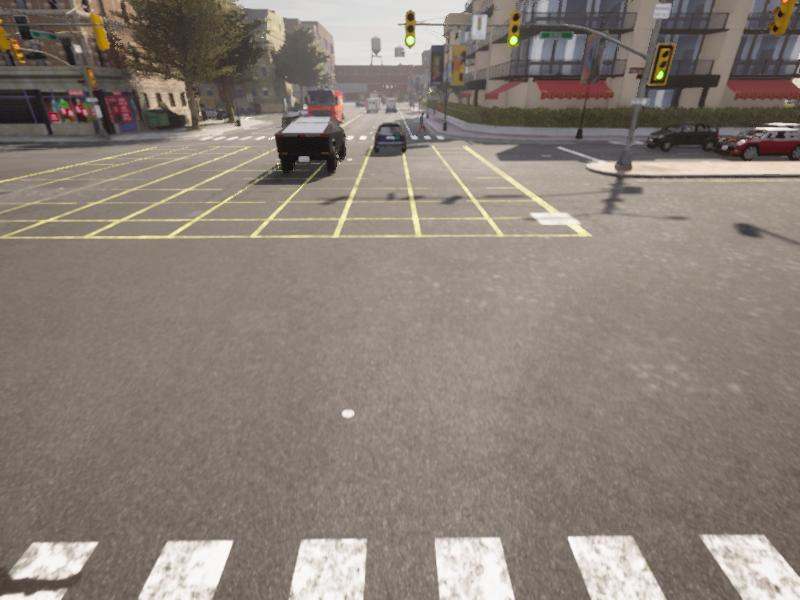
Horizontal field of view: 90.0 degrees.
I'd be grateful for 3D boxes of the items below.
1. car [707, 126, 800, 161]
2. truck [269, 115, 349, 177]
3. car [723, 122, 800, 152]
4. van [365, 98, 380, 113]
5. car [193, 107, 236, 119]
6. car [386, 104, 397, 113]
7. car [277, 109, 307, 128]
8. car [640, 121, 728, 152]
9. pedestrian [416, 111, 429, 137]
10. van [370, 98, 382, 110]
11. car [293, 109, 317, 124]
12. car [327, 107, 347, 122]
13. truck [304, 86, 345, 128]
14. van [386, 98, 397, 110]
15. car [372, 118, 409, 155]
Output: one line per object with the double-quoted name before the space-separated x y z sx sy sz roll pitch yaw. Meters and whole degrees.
"car" 18.985 -8.257 21.050 3.806 1.475 1.970 0 27 -1
"truck" -3.974 -7.473 18.917 2.390 2.098 6.274 -1 27 -1
"car" 22.437 -9.880 24.201 3.806 1.475 1.970 0 27 0
"van" -5.178 -36.944 75.987 2.351 2.431 6.366 -1 27 -1
"car" -26.590 -26.894 57.466 4.974 1.542 2.038 0 27 0
"car" -1.648 -35.739 74.773 1.994 1.385 4.181 -1 27 -1
"car" -11.486 -19.611 43.099 1.930 1.638 5.238 -1 27 -2
"car" 17.004 -9.874 24.124 3.705 1.549 1.789 0 27 -1
"pedestrian" 1.772 -13.880 31.593 0.751 1.860 0.751 -7 28 -13
"van" -5.512 -45.084 91.852 2.351 2.431 6.366 -1 27 -1
"car" -11.610 -22.598 49.138 1.812 1.442 4.674 -1 27 -1
"car" -8.176 -24.283 52.260 1.801 1.575 5.366 -1 27 -1
"truck" -8.017 -21.231 43.855 2.891 3.827 8.468 -1 27 -1
"van" -2.014 -45.152 91.974 2.351 2.431 6.366 -1 27 -1
"car" -0.590 -10.081 24.505 2.033 1.649 4.856 -1 27 -1
